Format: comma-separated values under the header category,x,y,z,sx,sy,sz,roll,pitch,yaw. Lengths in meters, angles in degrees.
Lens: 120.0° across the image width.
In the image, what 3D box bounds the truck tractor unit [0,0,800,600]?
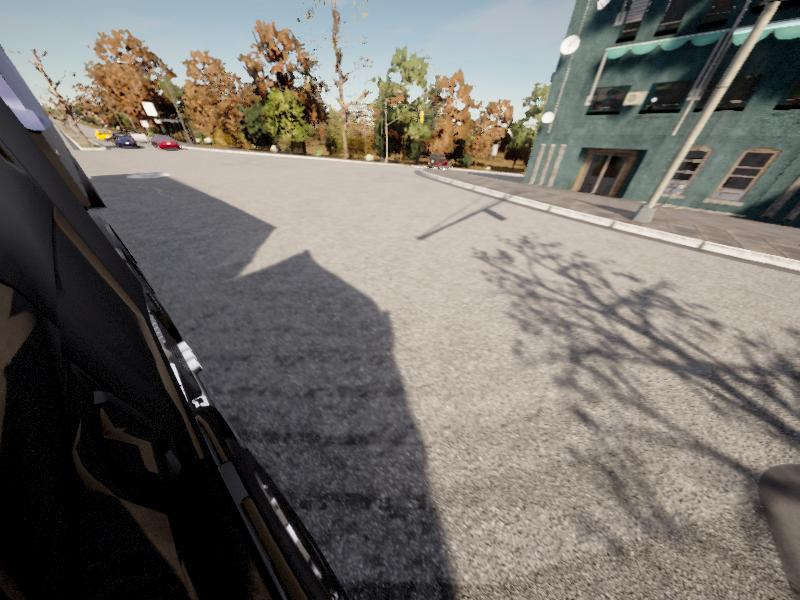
category,x,y,z,sx,sy,sz,roll,pitch,yaw
truck tractor unit,-2.645,-0.295,0.351,6.516,4.208,3.053,28,44,30

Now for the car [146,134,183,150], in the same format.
category,x,y,z,sx,sy,sz,roll,pitch,yaw
car,-28.141,-18.833,27.559,4.181,1.385,1.994,27,43,31

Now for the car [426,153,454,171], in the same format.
category,x,y,z,sx,sy,sz,roll,pitch,yaw
car,5.603,-19.188,32.257,1.905,1.878,3.866,28,37,32

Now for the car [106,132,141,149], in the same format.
category,x,y,z,sx,sy,sz,roll,pitch,yaw
car,-33.304,-19.233,27.780,4.193,1.474,1.816,27,43,31

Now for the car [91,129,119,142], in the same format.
category,x,y,z,sx,sy,sz,roll,pitch,yaw
car,-47.599,-26.585,37.250,5.008,1.535,1.882,27,43,31

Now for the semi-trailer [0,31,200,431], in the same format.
category,x,y,z,sx,sy,sz,roll,pitch,yaw
semi-trailer,-8.684,-3.566,4.313,14.254,4.402,2.717,28,42,30
